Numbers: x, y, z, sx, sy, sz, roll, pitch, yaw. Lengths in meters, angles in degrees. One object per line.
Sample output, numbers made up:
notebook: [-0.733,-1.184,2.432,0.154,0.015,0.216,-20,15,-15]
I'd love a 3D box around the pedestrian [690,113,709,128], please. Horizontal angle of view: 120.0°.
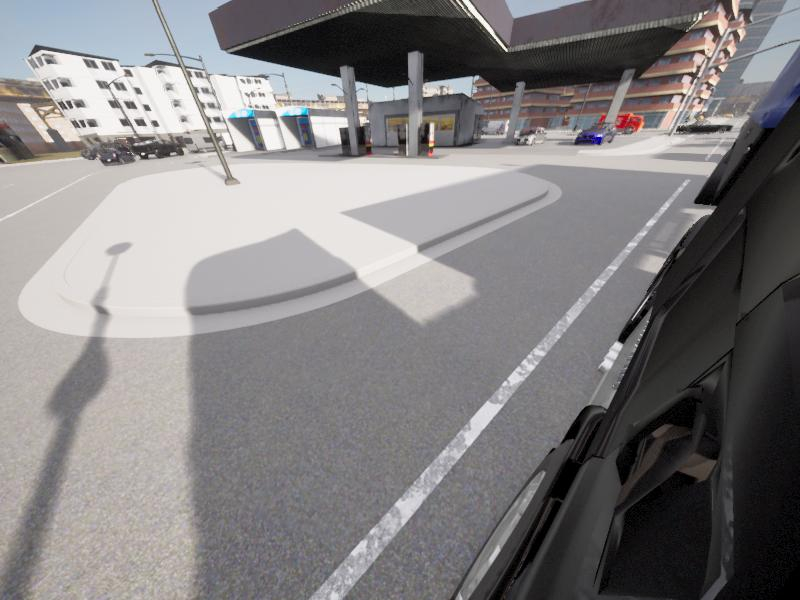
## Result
pedestrian: [47.688,-28.543,36.798,0.751,1.860,0.751,0,37,4]

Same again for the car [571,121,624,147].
car: [18.554,-15.661,21.750,4.611,1.667,2.242,-28,44,-30]

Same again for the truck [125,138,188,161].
truck: [-32.873,-20.639,31.540,2.390,2.098,6.274,-5,37,-3]

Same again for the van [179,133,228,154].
van: [-32.045,-25.845,38.063,1.988,2.561,5.915,4,37,9]

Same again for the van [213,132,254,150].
van: [-32.594,-31.374,45.471,1.988,2.561,5.915,13,39,19]

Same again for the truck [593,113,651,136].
truck: [32.019,-25.553,33.560,2.627,2.467,5.204,-30,47,-31]

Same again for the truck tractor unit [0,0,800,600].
truck tractor unit: [2.645,-0.295,0.351,6.516,4.208,3.053,-28,44,-30]

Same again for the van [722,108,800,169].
van: [19.203,-8.425,11.913,4.480,2.038,2.069,-31,45,-28]

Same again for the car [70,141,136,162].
car: [-43.416,-21.996,34.074,2.150,2.045,5.566,0,37,5]

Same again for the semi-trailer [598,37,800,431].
semi-trailer: [8.662,-3.636,4.254,14.254,4.402,2.717,-29,44,-30]

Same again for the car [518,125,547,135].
car: [25.298,-32.607,44.365,1.994,1.385,4.181,-29,44,-30]

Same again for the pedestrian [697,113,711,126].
pedestrian: [56.022,-33.274,42.572,0.751,1.860,0.751,19,42,26]

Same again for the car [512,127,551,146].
car: [14.249,-17.720,25.042,3.806,1.475,1.970,-28,44,-30]

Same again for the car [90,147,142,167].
car: [-31.620,-16.111,25.894,1.845,1.501,3.633,-13,38,-13]

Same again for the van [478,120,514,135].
van: [20.137,-36.366,48.828,2.351,2.431,6.366,-29,44,-31]

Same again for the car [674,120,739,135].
car: [37.751,-21.321,28.573,1.895,1.301,4.718,-29,44,-31]
